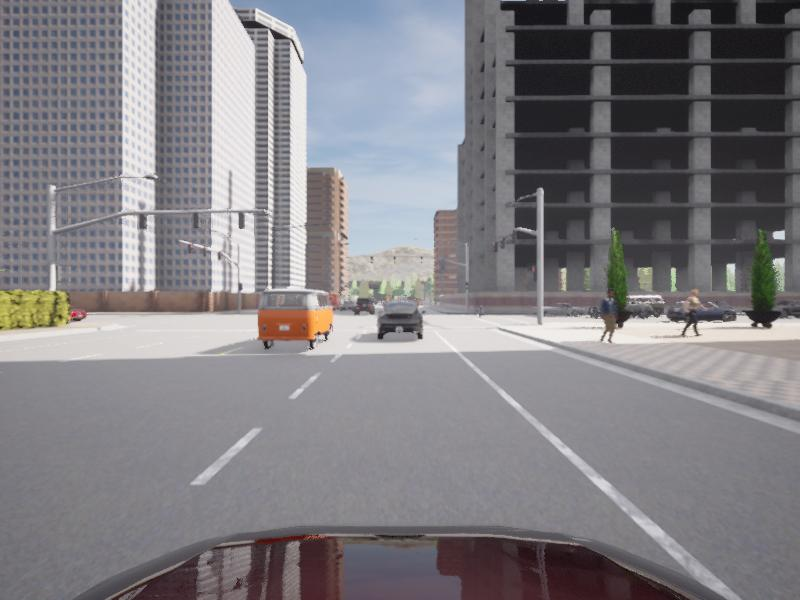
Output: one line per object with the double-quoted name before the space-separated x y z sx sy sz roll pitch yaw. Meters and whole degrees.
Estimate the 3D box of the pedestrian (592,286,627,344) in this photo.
"pedestrian" 6.836 0.480 13.068 0.751 1.860 0.751 0 0 -1

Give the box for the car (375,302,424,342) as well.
"car" 0.082 0.838 17.506 1.837 1.490 4.892 0 0 3

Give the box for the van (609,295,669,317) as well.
"van" 22.904 0.557 38.451 4.480 2.038 2.069 0 0 0

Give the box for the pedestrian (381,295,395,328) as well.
"pedestrian" -0.697 0.628 22.964 0.751 1.860 0.751 0 0 -10

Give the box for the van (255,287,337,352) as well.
"van" -3.502 0.592 14.289 1.775 1.987 4.442 0 0 0

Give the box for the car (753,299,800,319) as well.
"car" 34.136 0.766 34.879 4.856 1.649 2.033 0 0 0

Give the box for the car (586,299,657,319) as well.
"car" 19.240 0.767 34.972 5.027 1.651 2.152 0 0 0

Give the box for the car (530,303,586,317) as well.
"car" 15.134 0.929 38.502 4.718 1.301 1.895 0 0 0

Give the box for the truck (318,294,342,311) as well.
"truck" -10.557 0.334 60.607 2.627 2.467 5.204 0 0 1

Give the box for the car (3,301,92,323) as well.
"car" -24.812 0.817 28.258 4.514 1.525 2.007 0 0 0

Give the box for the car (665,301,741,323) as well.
"car" 21.065 0.842 27.941 3.806 1.475 1.970 0 0 0

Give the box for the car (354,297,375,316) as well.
"car" -3.700 0.630 42.037 1.905 1.878 3.866 0 0 0

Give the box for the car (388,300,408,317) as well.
"car" -0.188 0.807 40.316 1.882 1.535 5.008 0 0 0

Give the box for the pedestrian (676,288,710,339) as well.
"pedestrian" 11.016 0.477 15.039 0.751 1.860 0.751 0 0 -21
